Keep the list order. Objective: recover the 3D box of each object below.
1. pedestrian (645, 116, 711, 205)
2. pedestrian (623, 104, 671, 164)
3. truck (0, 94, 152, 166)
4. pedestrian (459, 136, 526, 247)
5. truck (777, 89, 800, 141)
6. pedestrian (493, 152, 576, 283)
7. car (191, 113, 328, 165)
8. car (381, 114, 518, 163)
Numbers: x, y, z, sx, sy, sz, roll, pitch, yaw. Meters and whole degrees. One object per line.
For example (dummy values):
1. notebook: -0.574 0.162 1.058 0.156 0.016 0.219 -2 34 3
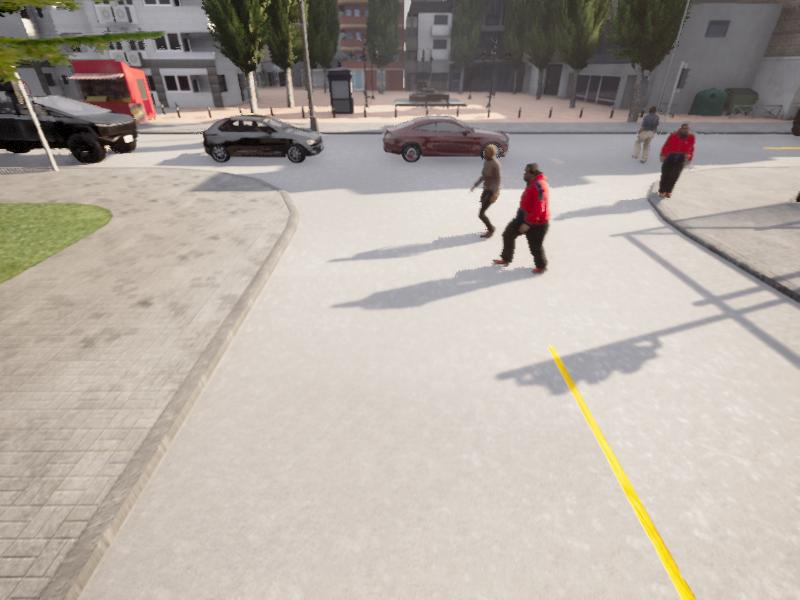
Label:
1. pedestrian: 6.607 -3.342 9.592 0.751 1.860 0.751 17 34 26
2. pedestrian: 8.595 -5.792 14.002 0.751 1.860 0.751 2 30 3
3. truck: -13.120 -6.233 14.552 6.274 2.098 2.390 0 30 0
4. pedestrian: 1.705 -2.057 7.618 0.751 1.860 0.751 -10 32 -16
5. truck: 21.807 -8.388 18.257 6.274 2.098 2.390 0 30 -1
6. pedestrian: 2.035 -1.273 6.278 0.751 1.860 0.751 -1 30 -2
7. car: -4.978 -5.951 14.693 4.193 1.474 1.816 1 30 2
8. car: 1.688 -6.002 14.816 4.674 1.442 1.812 0 30 0
